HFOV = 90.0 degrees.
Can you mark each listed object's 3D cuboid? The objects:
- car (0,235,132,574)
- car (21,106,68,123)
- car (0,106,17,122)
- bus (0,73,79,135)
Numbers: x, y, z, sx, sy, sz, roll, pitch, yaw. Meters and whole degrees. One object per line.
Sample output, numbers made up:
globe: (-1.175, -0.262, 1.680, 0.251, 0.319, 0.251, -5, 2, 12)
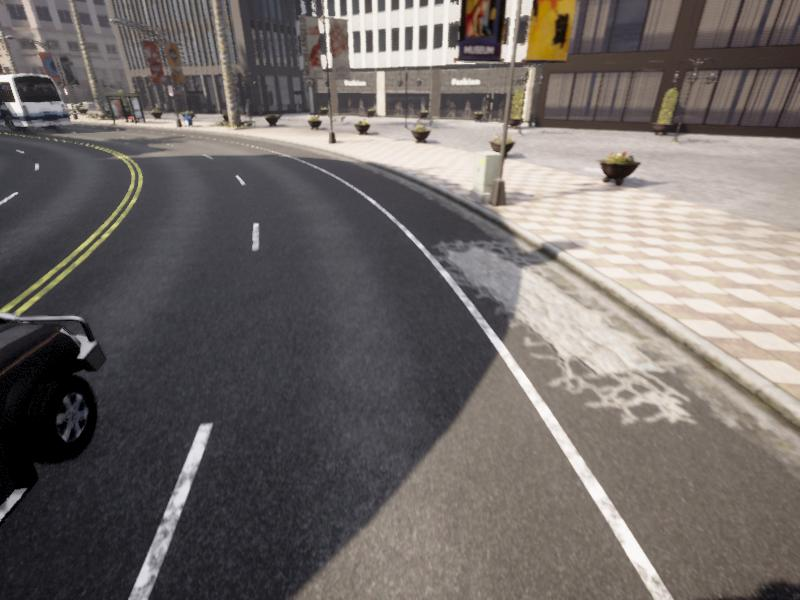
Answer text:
car: (-3.727, 1.317, 1.962, 1.932, 1.855, 4.605, -2, 27, -6)
car: (-40.364, -21.130, 45.422, 4.892, 1.521, 2.231, 16, 31, 28)
car: (-45.913, -21.050, 45.257, 4.974, 1.542, 2.038, 16, 31, 28)
bus: (-33.354, -16.825, 34.216, 10.273, 4.253, 3.944, 13, 31, 23)
